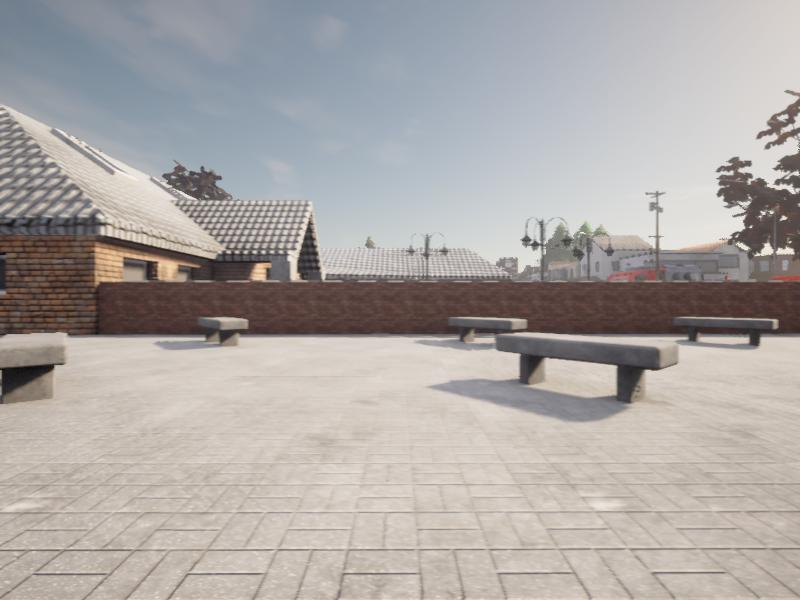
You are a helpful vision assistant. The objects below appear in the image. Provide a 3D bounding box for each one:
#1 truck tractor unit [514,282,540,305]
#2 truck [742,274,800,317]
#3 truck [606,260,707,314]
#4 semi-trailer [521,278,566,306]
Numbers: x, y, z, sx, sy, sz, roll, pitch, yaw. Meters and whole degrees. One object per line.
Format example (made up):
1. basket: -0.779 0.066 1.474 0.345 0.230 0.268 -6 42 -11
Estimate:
1. truck tractor unit: 24.355 -1.137 77.024 3.053 4.208 6.516 0 0 0
2. truck: 24.542 -0.253 24.589 2.627 2.467 5.204 0 0 0
3. truck: 20.506 -0.929 32.810 2.891 3.827 8.468 0 0 0
4. semi-trailer: 24.400 -1.231 69.107 2.717 4.402 14.254 0 0 0
